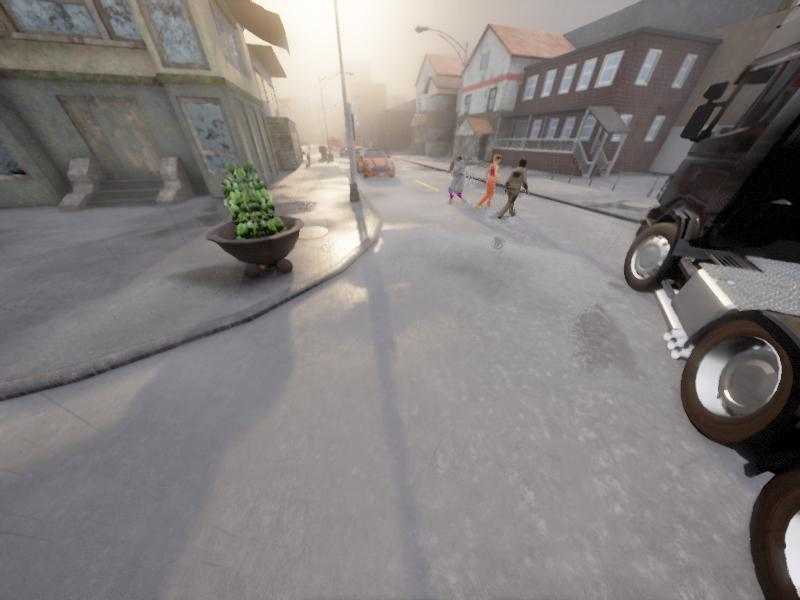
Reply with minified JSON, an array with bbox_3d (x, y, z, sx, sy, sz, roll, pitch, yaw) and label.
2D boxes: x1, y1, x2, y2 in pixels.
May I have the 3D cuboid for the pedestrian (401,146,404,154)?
[{"bbox_3d":[0.412,-24.435,37.692,0.500,1.100,0.500,-8,36,-12],"label":"pedestrian"}]

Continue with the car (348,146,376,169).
[{"bbox_3d":[-3.665,-13.583,21.936,1.851,1.617,3.988,-9,36,-13],"label":"car"}]

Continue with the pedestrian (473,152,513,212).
[{"bbox_3d":[3.365,-4.328,8.524,0.751,1.860,0.751,0,35,-1],"label":"pedestrian"}]

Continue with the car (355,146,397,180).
[{"bbox_3d":[-1.824,-10.028,16.714,2.097,1.767,4.553,-9,36,-13],"label":"car"}]

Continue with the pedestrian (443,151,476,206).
[{"bbox_3d":[2.333,-4.840,9.246,0.751,1.860,0.751,-12,37,-17],"label":"pedestrian"}]

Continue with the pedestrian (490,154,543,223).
[{"bbox_3d":[3.690,-3.579,7.458,0.751,1.860,0.751,-16,38,-22],"label":"pedestrian"}]

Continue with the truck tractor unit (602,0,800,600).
[{"bbox_3d":[4.437,-0.693,1.346,3.053,4.208,6.516,19,39,25],"label":"truck tractor unit"}]
